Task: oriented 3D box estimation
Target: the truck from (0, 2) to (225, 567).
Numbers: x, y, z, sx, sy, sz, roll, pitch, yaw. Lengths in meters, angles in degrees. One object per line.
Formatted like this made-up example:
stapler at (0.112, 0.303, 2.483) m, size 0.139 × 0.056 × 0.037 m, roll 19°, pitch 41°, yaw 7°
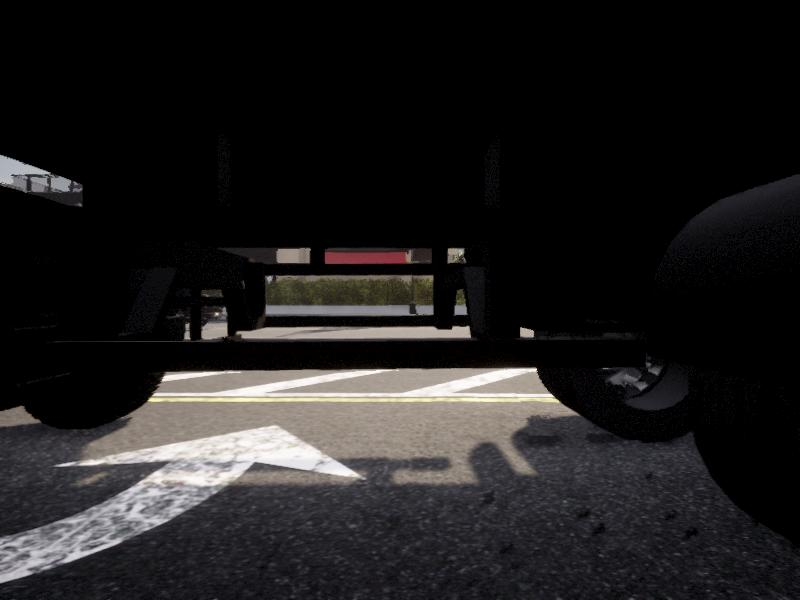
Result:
truck at (-4.624, -0.065, 2.200) m, size 6.274 × 2.098 × 2.390 m, roll 0°, pitch 0°, yaw 0°

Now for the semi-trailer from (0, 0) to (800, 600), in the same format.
semi-trailer at (5.587, -1.213, 2.329) m, size 14.254 × 4.402 × 2.717 m, roll 0°, pitch 0°, yaw -2°
